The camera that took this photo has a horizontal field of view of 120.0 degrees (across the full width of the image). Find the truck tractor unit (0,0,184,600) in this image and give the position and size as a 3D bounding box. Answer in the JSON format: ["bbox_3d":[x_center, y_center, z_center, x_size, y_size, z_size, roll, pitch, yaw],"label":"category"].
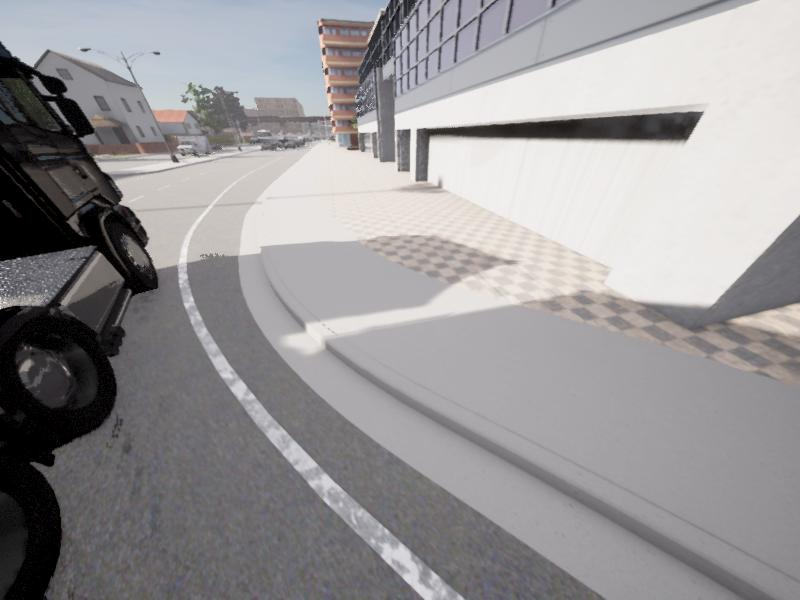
[{"bbox_3d":[-4.546,-0.656,1.280,3.053,4.208,6.516,-23,41,-26],"label":"truck tractor unit"}]

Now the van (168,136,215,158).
[{"bbox_3d":[-30.763,-22.937,34.462,2.351,2.431,6.366,-9,36,-11],"label":"van"}]
